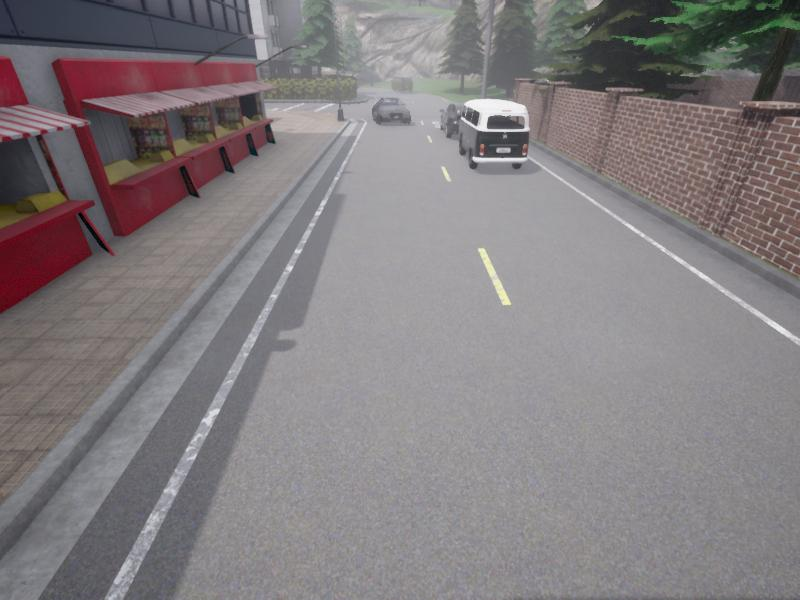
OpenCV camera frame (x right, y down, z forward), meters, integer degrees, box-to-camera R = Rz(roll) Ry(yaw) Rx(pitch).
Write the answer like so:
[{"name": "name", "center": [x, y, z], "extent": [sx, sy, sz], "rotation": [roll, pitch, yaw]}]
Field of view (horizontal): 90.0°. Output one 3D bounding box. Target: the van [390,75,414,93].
[{"name": "van", "center": [0.177, -28.925, 53.588], "extent": [1.775, 1.987, 4.442], "rotation": [-10, 32, -16]}]

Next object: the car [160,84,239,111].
[{"name": "car", "center": [-15.073, -15.388, 30.366], "extent": [4.611, 1.667, 2.242], "rotation": [-1, 30, -1]}]

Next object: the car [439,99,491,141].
[{"name": "car", "center": [3.172, -9.309, 20.481], "extent": [1.837, 1.490, 4.892], "rotation": [0, 30, 0]}]

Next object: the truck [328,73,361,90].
[{"name": "truck", "center": [-8.602, -33.768, 61.768], "extent": [2.390, 2.098, 6.274], "rotation": [-19, 35, -29]}]

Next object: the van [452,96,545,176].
[{"name": "van", "center": [3.232, -6.019, 14.304], "extent": [2.069, 2.038, 4.480], "rotation": [0, 30, 0]}]

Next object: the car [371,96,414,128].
[{"name": "car", "center": [-0.546, -11.642, 24.605], "extent": [1.994, 1.385, 4.181], "rotation": [-5, 31, -9]}]
